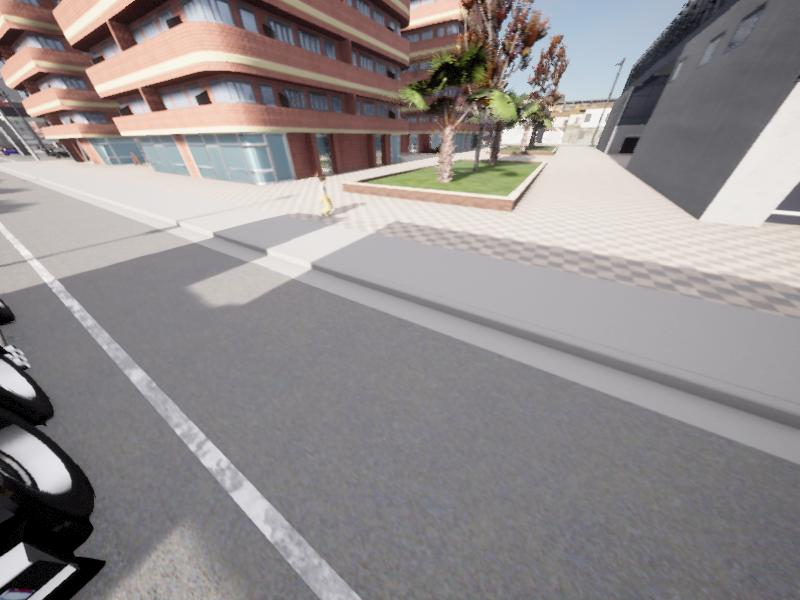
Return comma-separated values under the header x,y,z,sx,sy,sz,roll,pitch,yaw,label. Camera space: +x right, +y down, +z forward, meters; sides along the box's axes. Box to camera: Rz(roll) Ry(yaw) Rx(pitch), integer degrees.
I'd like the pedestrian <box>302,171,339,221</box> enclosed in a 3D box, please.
x,y,z,sx,sy,sz,roll,pitch,yaw,label
-2.453,-3.290,7.281,0.751,1.300,0.751,-5,35,-6,pedestrian

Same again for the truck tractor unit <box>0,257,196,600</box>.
x,y,z,sx,sy,sz,roll,pitch,yaw,label
-5.102,-0.307,0.804,6.516,4.208,3.053,19,39,25,truck tractor unit
